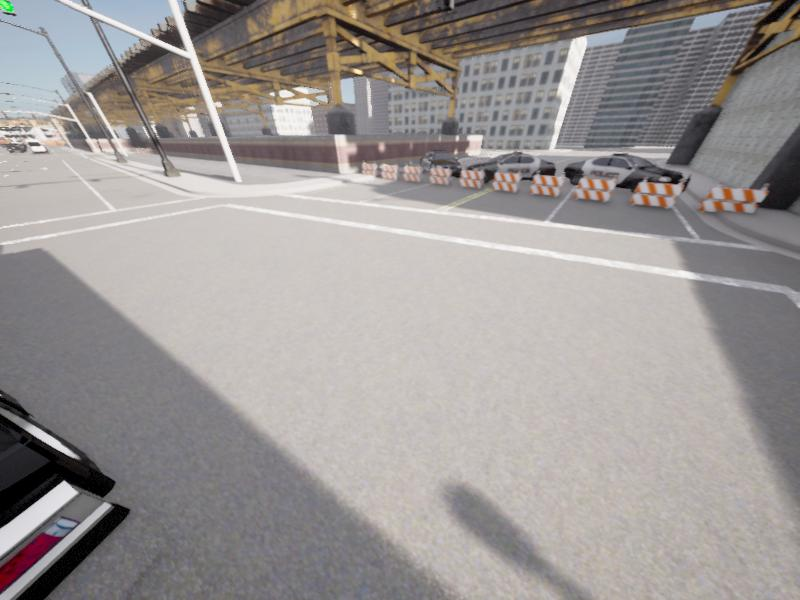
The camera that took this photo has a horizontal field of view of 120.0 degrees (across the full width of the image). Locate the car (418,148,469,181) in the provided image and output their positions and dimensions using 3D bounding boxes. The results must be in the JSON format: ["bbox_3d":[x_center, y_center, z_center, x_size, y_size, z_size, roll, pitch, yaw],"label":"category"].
[{"bbox_3d":[2.766,-9.560,16.136,2.038,1.542,4.974,-5,35,-7],"label":"car"}]

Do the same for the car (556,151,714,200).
[{"bbox_3d":[11.111,-6.434,11.583,2.038,1.542,4.974,-14,37,-19],"label":"car"}]

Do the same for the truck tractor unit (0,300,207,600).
[{"bbox_3d":[-5.238,-0.148,0.568,6.516,4.208,3.053,13,37,18],"label":"truck tractor unit"}]

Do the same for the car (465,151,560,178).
[{"bbox_3d":[6.450,-8.080,13.711,4.536,1.218,1.853,1,35,2],"label":"car"}]

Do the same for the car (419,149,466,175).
[{"bbox_3d":[2.757,-9.718,16.088,1.853,1.218,4.536,-5,35,-7],"label":"car"}]

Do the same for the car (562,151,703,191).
[{"bbox_3d":[11.089,-6.590,11.532,1.853,1.218,4.536,-14,37,-19],"label":"car"}]

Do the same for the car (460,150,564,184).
[{"bbox_3d":[6.400,-7.952,13.803,4.974,1.542,2.038,1,35,2],"label":"car"}]
